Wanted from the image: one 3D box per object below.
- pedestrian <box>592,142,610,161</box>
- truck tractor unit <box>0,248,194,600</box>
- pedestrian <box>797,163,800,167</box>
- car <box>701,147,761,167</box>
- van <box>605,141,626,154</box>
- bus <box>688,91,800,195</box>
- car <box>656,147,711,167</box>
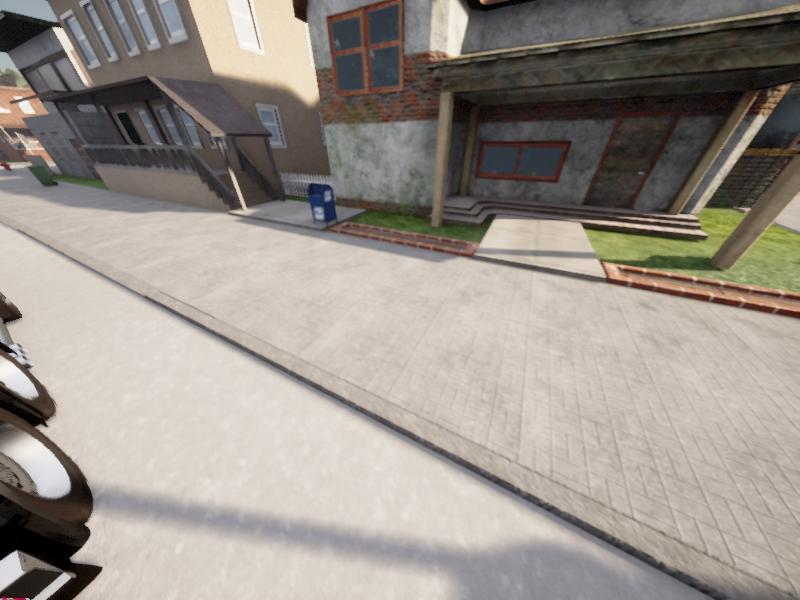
[{"bbox_3d":[22.859,-16.929,26.327,0.751,1.860,0.751,10,36,14],"label":"pedestrian"},{"bbox_3d":[-5.082,-0.329,0.818,6.516,4.208,3.053,20,39,25],"label":"truck tractor unit"},{"bbox_3d":[36.256,-12.439,20.245,0.751,1.300,0.751,27,43,33],"label":"pedestrian"},{"bbox_3d":[33.002,-14.455,23.194,1.845,1.501,3.633,16,38,22],"label":"car"},{"bbox_3d":[42.347,-30.011,45.478,1.775,1.987,4.442,16,38,22],"label":"van"},{"bbox_3d":[22.802,-8.982,13.020,3.944,4.253,10.273,16,38,22],"label":"bus"},{"bbox_3d":[28.823,-14.773,23.716,1.837,1.490,4.892,16,38,22],"label":"car"}]
